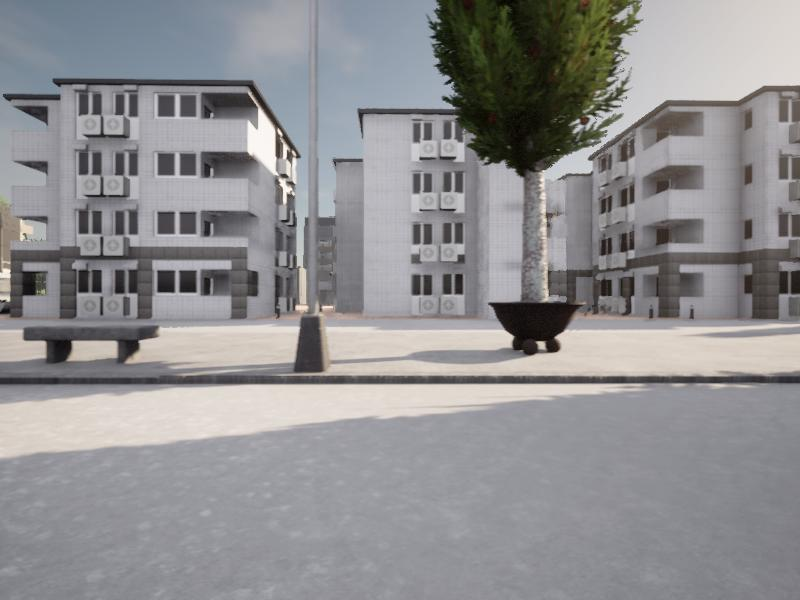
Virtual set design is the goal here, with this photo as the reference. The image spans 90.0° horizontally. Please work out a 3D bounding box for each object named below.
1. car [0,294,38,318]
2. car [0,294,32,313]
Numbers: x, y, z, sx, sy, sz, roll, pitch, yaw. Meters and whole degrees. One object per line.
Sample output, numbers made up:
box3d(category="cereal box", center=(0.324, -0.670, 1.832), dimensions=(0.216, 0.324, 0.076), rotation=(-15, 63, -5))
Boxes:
box3d(category="car", center=(-27.001, 0.383, 25.844), dimensions=(2.038, 1.542, 4.974), rotation=(0, 0, 29))
box3d(category="car", center=(-27.026, 0.225, 25.799), dimensions=(1.853, 1.218, 4.536), rotation=(0, 0, 29))
